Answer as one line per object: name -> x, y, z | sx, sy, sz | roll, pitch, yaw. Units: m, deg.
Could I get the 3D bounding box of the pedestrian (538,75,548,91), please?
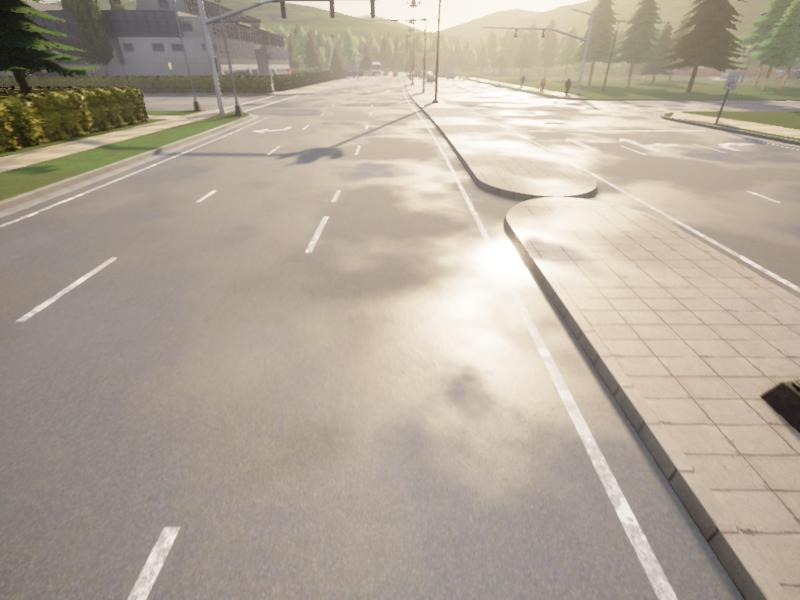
pedestrian -> 18.897, -28.564, 52.720 | 0.751, 1.860, 0.751 | 1, 30, 1

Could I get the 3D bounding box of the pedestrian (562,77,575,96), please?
pedestrian -> 18.690, -23.746, 44.473 | 0.751, 1.860, 0.751 | 1, 30, 2

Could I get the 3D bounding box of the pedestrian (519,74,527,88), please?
pedestrian -> 19.125, -34.181, 62.335 | 0.751, 1.860, 0.751 | 1, 30, 1
